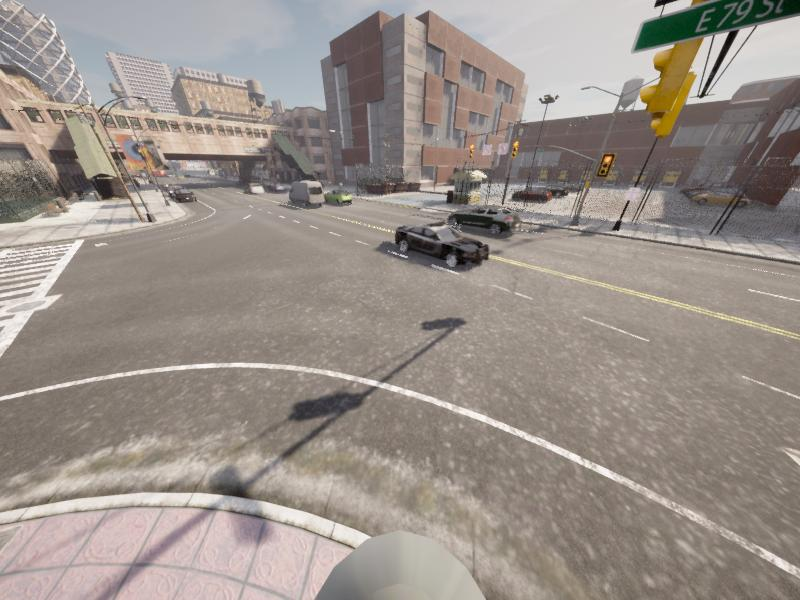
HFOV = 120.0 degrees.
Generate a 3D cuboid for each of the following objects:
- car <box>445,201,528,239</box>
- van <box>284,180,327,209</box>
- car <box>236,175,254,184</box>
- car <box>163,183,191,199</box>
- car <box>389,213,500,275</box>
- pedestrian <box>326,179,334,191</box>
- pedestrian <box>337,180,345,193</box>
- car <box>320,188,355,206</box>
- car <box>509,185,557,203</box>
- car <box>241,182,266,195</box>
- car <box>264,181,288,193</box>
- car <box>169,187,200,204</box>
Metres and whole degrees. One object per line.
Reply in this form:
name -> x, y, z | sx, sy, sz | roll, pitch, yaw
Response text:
car -> 6.006, -5.939, 16.669 | 2.152, 1.651, 5.027 | -26, 39, -38
van -> -11.274, -12.644, 27.367 | 1.988, 2.561, 5.915 | -26, 39, -37
car -> -42.132, -32.797, 62.773 | 2.435, 2.045, 5.566 | -27, 39, -38
car -> -33.366, -16.355, 34.546 | 2.185, 1.767, 4.553 | -27, 39, -38
car -> 1.934, -3.076, 11.692 | 1.930, 1.638, 5.238 | -26, 39, -37
pedestrian -> -12.522, -20.583, 41.444 | 0.751, 1.860, 0.751 | 23, 37, 34
pedestrian -> -9.761, -18.787, 38.333 | 0.751, 1.860, 0.751 | -25, 38, -37
car -> -7.835, -12.951, 28.910 | 2.007, 1.525, 4.514 | -26, 39, -37
car -> 17.025, -13.733, 29.804 | 2.185, 1.767, 4.553 | -27, 39, -38
car -> -25.388, -19.361, 39.981 | 2.242, 1.667, 4.611 | -26, 39, -37
car -> -22.431, -20.393, 41.682 | 2.033, 1.649, 4.856 | -26, 39, -37
car -> -28.751, -14.010, 30.735 | 2.097, 1.535, 5.008 | -27, 39, -38
